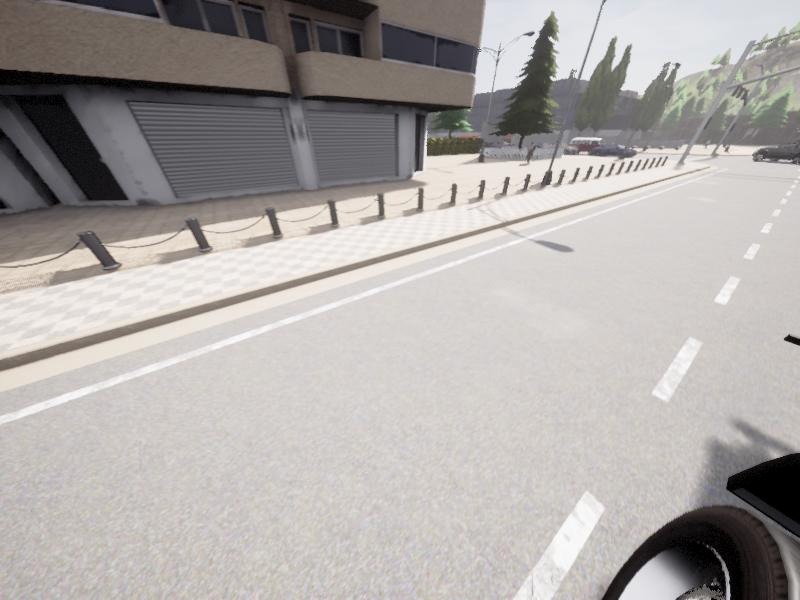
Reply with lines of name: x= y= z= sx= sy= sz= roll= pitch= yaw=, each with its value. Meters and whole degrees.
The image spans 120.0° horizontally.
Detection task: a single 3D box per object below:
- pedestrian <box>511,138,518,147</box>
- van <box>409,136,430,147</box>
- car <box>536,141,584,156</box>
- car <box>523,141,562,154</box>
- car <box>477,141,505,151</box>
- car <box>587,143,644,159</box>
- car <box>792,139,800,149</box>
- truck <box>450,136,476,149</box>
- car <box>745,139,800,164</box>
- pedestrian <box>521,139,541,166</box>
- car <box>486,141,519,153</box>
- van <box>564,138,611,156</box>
pedestrian: x=26.490 y=-36.339 z=53.305 sx=0.751 sy=1.860 sz=0.751 roll=-17 pitch=38 yaw=-22
van: x=5.313 y=-44.717 z=65.185 sx=2.351 sy=2.431 sz=6.366 roll=-21 pitch=40 yaw=-27
car: x=22.956 y=-21.969 z=33.464 sx=2.152 sy=1.651 sz=5.027 roll=-21 pitch=40 yaw=-27
car: x=23.350 y=-25.227 z=38.156 sx=1.882 sy=1.535 sz=5.008 roll=-21 pitch=40 yaw=-27
car: x=17.680 y=-30.080 z=45.126 sx=1.837 sy=1.490 sz=4.892 roll=-21 pitch=40 yaw=-27
car: x=26.687 y=-18.636 z=28.857 sx=1.812 sy=1.442 sz=4.674 roll=-20 pitch=40 yaw=-26
car: x=79.453 y=-29.838 z=44.250 sx=2.163 sy=1.488 sz=4.792 roll=15 pitch=38 yaw=20
truck: x=14.635 y=-36.724 z=53.731 sx=2.627 sy=2.467 sz=5.204 roll=-21 pitch=40 yaw=-27
car: x=37.503 y=-14.141 z=22.005 sx=1.932 sy=1.855 sz=4.605 roll=0 pitch=35 yaw=-1
pedestrian: x=11.290 y=-12.751 z=19.969 sx=0.751 sy=1.860 sz=0.751 roll=-28 pitch=43 yaw=-33
car: x=17.630 y=-26.545 z=39.996 sx=2.033 sy=1.649 sz=4.856 roll=-21 pitch=40 yaw=-27
van: x=27.008 y=-22.285 z=33.513 sx=2.069 sy=2.038 sz=4.480 roll=-21 pitch=40 yaw=-27
